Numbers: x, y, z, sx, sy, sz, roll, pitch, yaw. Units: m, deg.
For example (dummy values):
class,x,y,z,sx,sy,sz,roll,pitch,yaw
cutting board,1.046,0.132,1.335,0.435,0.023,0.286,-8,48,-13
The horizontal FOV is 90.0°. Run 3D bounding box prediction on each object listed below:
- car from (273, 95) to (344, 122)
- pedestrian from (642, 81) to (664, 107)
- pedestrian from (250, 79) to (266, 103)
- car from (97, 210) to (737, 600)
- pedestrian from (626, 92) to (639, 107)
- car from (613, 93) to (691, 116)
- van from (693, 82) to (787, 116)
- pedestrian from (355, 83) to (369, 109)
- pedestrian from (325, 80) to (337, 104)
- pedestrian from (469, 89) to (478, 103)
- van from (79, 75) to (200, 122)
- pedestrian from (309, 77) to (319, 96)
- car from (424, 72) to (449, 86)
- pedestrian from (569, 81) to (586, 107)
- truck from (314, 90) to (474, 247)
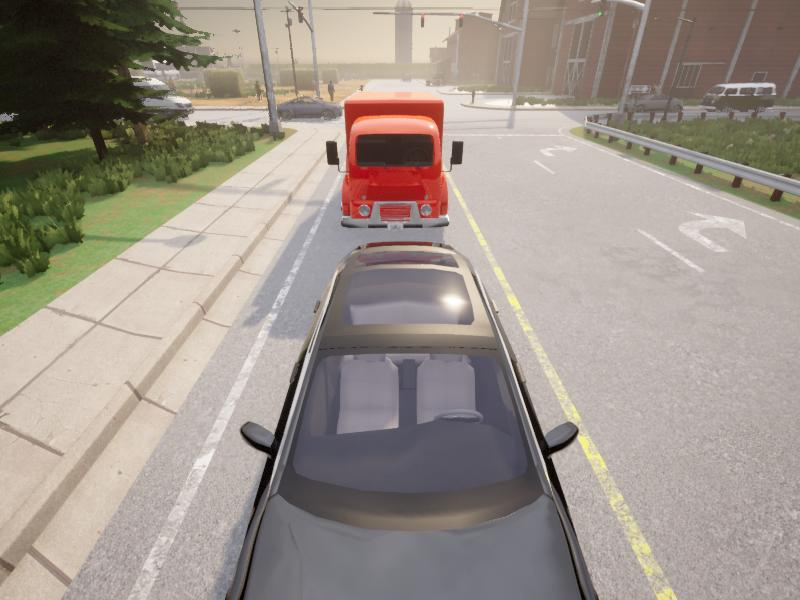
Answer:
class,x,y,z,sx,sy,sz,roll,pitch,yaw
car,-5.933,-12.647,26.372,4.181,1.385,1.994,-2,30,-3
pedestrian,20.611,-16.766,32.612,0.751,1.860,0.751,0,30,0
pedestrian,-12.985,-19.176,36.670,0.751,1.860,0.751,16,34,25
car,0.058,0.761,3.240,2.128,1.511,4.902,0,30,0
pedestrian,19.100,-16.478,32.872,0.500,1.100,0.500,0,30,-1
car,18.375,-14.350,29.310,4.181,1.385,1.994,0,30,0
van,24.614,-14.642,29.136,4.480,2.038,2.069,-1,30,0
pedestrian,-3.085,-16.624,32.615,0.751,1.860,0.751,-15,34,-24
pedestrian,-6.060,-18.404,35.357,0.751,1.860,0.751,-10,32,-17
pedestrian,6.627,-18.384,36.076,0.500,1.100,0.500,-19,35,-29
van,-16.700,-13.100,25.991,5.915,2.561,1.988,0,30,0
pedestrian,-9.748,-24.306,45.459,0.751,1.860,0.751,-11,32,-17
car,6.296,-37.973,68.885,1.905,1.878,3.866,-31,40,-33
pedestrian,14.472,-16.785,32.641,0.751,1.860,0.751,3,30,6
truck,-0.137,-3.421,9.427,2.627,2.467,5.204,-1,30,-1
